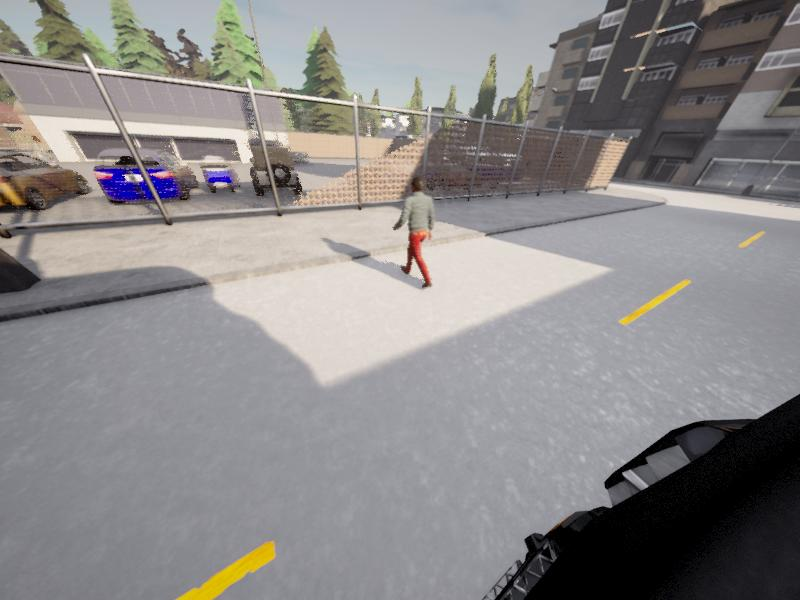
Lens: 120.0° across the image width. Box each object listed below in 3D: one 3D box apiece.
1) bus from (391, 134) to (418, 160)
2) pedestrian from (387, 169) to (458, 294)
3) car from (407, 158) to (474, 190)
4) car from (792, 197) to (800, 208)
[{"bbox_3d":[1.244,-33.821,51.061,3.944,4.253,10.273,8,35,10],"label":"bus"},{"bbox_3d":[0.297,-1.168,4.000,0.751,1.860,0.751,-21,40,-31],"label":"pedestrian"},{"bbox_3d":[2.555,-8.073,14.766,3.705,1.547,1.789,-16,38,-26],"label":"car"},{"bbox_3d":[27.386,-5.752,13.099,4.553,1.767,2.097,22,39,27],"label":"car"}]
